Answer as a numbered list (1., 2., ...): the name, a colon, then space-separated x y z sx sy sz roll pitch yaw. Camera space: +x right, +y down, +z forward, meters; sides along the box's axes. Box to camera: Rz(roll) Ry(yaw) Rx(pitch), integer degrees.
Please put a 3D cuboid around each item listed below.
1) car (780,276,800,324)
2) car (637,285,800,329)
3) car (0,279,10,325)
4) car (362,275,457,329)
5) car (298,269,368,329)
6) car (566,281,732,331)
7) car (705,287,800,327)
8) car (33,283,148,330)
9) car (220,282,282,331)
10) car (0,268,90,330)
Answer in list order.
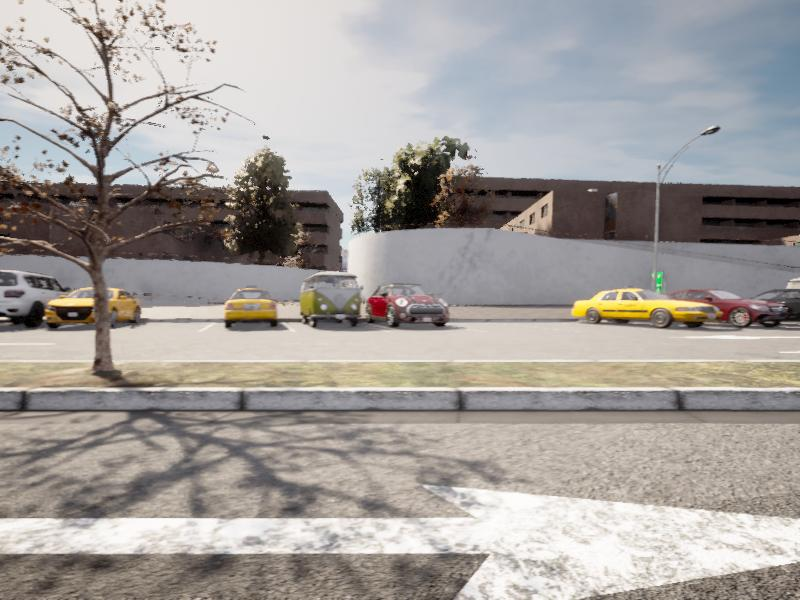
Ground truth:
1. car: 18.093 -0.007 15.531 1.878 1.987 4.442 1 -1 -20
2. car: 12.095 0.265 15.643 2.002 1.452 4.674 1 -1 -20
3. car: -17.647 0.042 15.554 1.878 1.987 4.442 0 -1 -20
4. car: 0.171 0.108 15.680 2.185 1.767 4.553 1 -1 -20
5. car: -2.755 0.008 15.546 1.878 1.987 4.442 1 -1 -20
6. car: 9.181 0.221 15.470 1.946 1.575 5.366 1 -1 -20
7. car: 15.069 0.263 15.634 2.002 1.452 4.674 0 -1 -20
8. car: -11.732 0.245 15.661 2.097 1.535 5.008 0 -1 -20
9. car: -5.845 0.237 15.825 1.946 1.575 5.366 0 -1 -20
10. car: -14.724 0.002 15.685 2.435 2.045 5.566 0 -1 -20
